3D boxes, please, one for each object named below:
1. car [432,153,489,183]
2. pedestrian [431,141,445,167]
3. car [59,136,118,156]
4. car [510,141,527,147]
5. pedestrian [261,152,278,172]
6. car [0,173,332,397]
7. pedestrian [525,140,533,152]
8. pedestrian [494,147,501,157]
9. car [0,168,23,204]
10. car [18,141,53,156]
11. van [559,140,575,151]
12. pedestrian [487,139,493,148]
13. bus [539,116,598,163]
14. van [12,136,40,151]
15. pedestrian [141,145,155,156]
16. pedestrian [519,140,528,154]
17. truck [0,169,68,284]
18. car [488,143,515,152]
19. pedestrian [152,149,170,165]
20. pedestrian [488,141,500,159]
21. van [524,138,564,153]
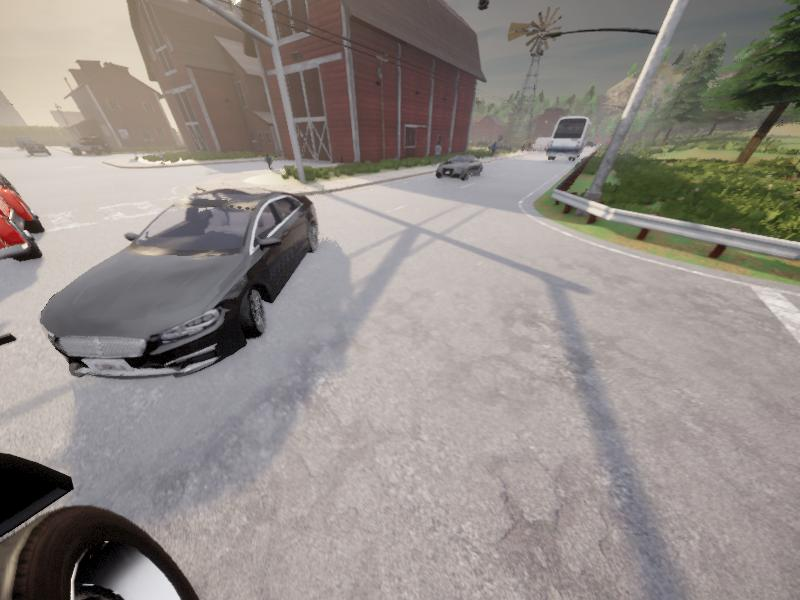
[{"bbox_3d":[4.186,-9.078,15.730,1.994,1.385,4.181,23,41,29],"label":"car"},{"bbox_3d":[3.256,-12.619,20.021,0.751,1.860,0.751,21,40,27],"label":"pedestrian"},{"bbox_3d":[-40.039,-19.886,29.819,3.866,1.878,1.905,-5,41,-5],"label":"car"},{"bbox_3d":[41.580,-54.977,81.326,4.792,1.488,2.163,23,41,29],"label":"car"},{"bbox_3d":[-8.824,-9.349,15.641,0.500,1.100,0.500,10,36,14],"label":"pedestrian"},{"bbox_3d":[-2.852,-0.996,4.043,2.128,1.511,4.902,1,35,-4],"label":"car"},{"bbox_3d":[24.565,-29.198,43.845,0.751,1.860,0.751,20,40,26],"label":"pedestrian"},{"bbox_3d":[13.240,-20.018,31.317,0.500,1.100,0.500,-27,43,-33],"label":"pedestrian"},{"bbox_3d":[-17.948,-4.914,9.508,4.181,1.385,1.994,23,41,28],"label":"car"},{"bbox_3d":[-48.332,-20.129,30.637,3.705,1.549,1.789,23,41,28],"label":"car"},{"bbox_3d":[39.647,-36.614,54.710,2.069,2.038,4.480,23,41,29],"label":"van"},{"bbox_3d":[22.769,-39.310,58.195,0.751,1.860,0.751,-22,41,-28],"label":"pedestrian"},{"bbox_3d":[21.913,-20.623,29.837,3.944,4.253,10.273,23,41,29],"label":"bus"},{"bbox_3d":[-66.332,-27.811,40.980,4.442,1.987,1.775,23,41,28],"label":"van"},{"bbox_3d":[-28.616,-16.997,26.243,0.500,1.100,0.500,8,36,10],"label":"pedestrian"},{"bbox_3d":[20.915,-25.942,39.167,0.751,1.860,0.751,25,42,31],"label":"pedestrian"},{"bbox_3d":[-9.833,-1.981,4.482,5.204,2.467,2.627,23,41,28],"label":"truck"},{"bbox_3d":[21.779,-32.863,49.654,4.792,1.488,2.163,23,41,28],"label":"car"},{"bbox_3d":[-20.548,-12.310,19.868,0.500,1.100,0.500,2,35,2],"label":"pedestrian"},{"bbox_3d":[11.789,-18.914,29.069,0.751,1.860,0.751,28,43,33],"label":"pedestrian"},{"bbox_3d":[29.713,-32.205,47.986,2.351,2.431,6.366,-22,41,-27],"label":"van"}]
